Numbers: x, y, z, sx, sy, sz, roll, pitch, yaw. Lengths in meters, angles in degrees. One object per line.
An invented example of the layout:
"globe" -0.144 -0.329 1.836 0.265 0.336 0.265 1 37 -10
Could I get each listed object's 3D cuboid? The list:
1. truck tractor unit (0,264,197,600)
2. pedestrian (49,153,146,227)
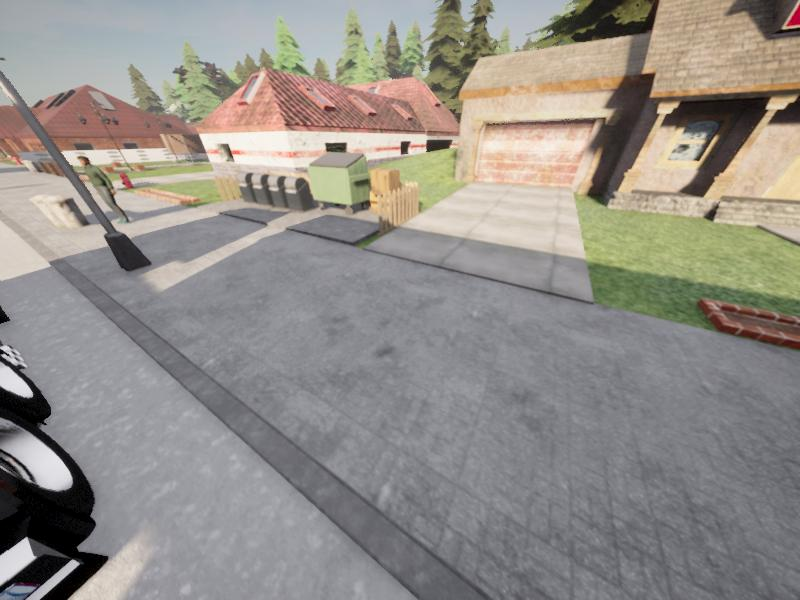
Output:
"truck tractor unit" -5.109 -0.302 0.779 6.516 4.208 3.053 18 39 24
"pedestrian" -8.841 -3.245 6.876 0.751 1.860 0.751 9 36 13
